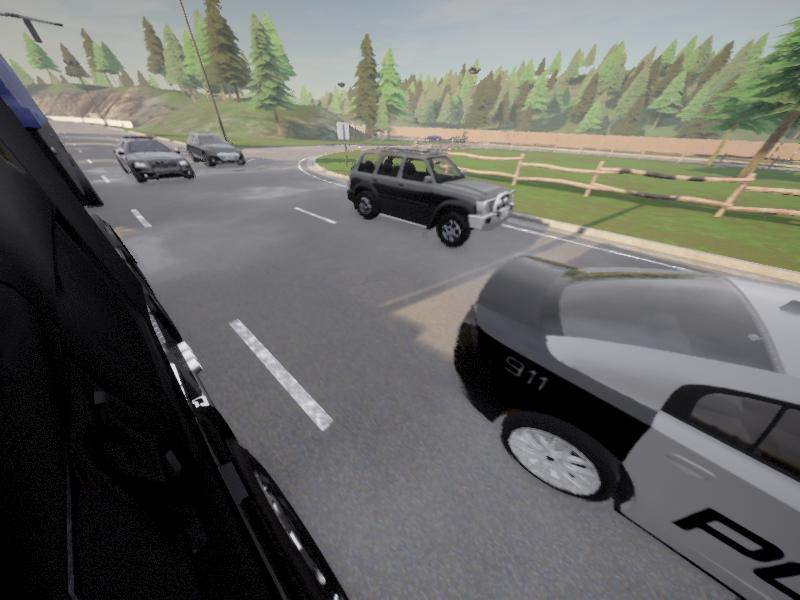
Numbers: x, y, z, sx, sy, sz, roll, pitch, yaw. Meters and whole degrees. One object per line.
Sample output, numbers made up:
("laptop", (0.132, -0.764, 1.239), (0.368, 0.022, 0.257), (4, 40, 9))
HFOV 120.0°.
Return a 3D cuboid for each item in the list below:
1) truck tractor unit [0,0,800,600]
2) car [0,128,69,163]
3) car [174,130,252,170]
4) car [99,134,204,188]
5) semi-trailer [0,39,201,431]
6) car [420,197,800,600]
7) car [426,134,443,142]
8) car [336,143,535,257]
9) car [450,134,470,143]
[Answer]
("truck tractor unit", (-2.645, -0.295, 0.351), (6.516, 4.208, 3.053), (28, 44, 30))
("car", (-21.728, -9.194, 13.637), (4.181, 1.385, 1.994), (28, 43, 30))
("car", (-11.616, -9.371, 14.317), (4.856, 1.649, 2.033), (28, 43, 30))
("car", (-11.264, -6.439, 10.438), (4.974, 1.542, 2.038), (28, 43, 30))
("semi-trailer", (-8.704, -3.575, 4.259), (14.254, 4.402, 2.717), (28, 43, 30))
("car", (2.864, 0.975, 1.177), (5.238, 1.638, 1.930), (28, 43, 30))
("car", (10.134, -47.502, 67.751), (4.514, 1.525, 2.007), (28, 43, 30))
("car", (0.612, -3.016, 6.263), (4.605, 1.855, 1.932), (27, 43, 30))
("car", (16.398, -44.390, 63.569), (4.605, 1.855, 1.932), (28, 43, 30))
